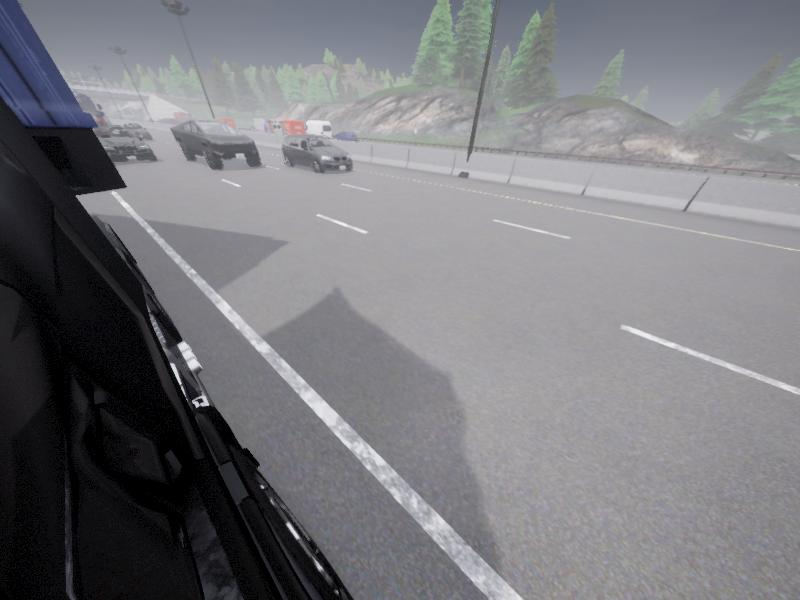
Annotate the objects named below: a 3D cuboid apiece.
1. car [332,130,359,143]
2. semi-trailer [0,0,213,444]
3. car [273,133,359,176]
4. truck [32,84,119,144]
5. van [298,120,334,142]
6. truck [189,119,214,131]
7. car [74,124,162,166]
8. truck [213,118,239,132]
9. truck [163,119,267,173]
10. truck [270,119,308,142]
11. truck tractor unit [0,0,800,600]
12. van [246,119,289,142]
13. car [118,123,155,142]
[{"bbox_3d":[-8.933,-26.739,37.753,4.193,1.474,1.816,27,43,29],"label":"car"},{"bbox_3d":[-9.934,-2.182,2.263,14.254,4.402,2.717,10,37,10],"label":"semi-trailer"},{"bbox_3d":[-4.884,-8.533,13.405,4.611,1.667,2.242,27,43,29],"label":"car"},{"bbox_3d":[-30.682,-17.366,21.853,8.468,3.827,2.891,27,43,29],"label":"truck"},{"bbox_3d":[-13.229,-26.652,36.479,5.915,2.561,1.988,28,44,30],"label":"van"},{"bbox_3d":[-46.533,-41.058,54.111,6.274,2.098,2.390,27,43,29],"label":"truck"},{"bbox_3d":[-16.469,-9.131,13.488,4.611,1.667,2.242,27,43,29],"label":"car"},{"bbox_3d":[-40.676,-40.877,53.925,5.204,2.467,2.627,27,43,29],"label":"truck"},{"bbox_3d":[-10.739,-9.039,13.363,6.274,2.098,2.390,27,43,29],"label":"truck"},{"bbox_3d":[-16.900,-25.870,35.266,5.204,2.467,2.627,28,43,29],"label":"truck"},{"bbox_3d":[-2.645,-0.295,0.351,6.516,4.208,3.053,28,44,30],"label":"truck tractor unit"},{"bbox_3d":[-18.880,-24.184,32.907,6.366,2.431,2.351,27,43,29],"label":"van"},{"bbox_3d":[-28.896,-18.392,25.309,4.193,1.474,1.816,30,45,32],"label":"car"}]
